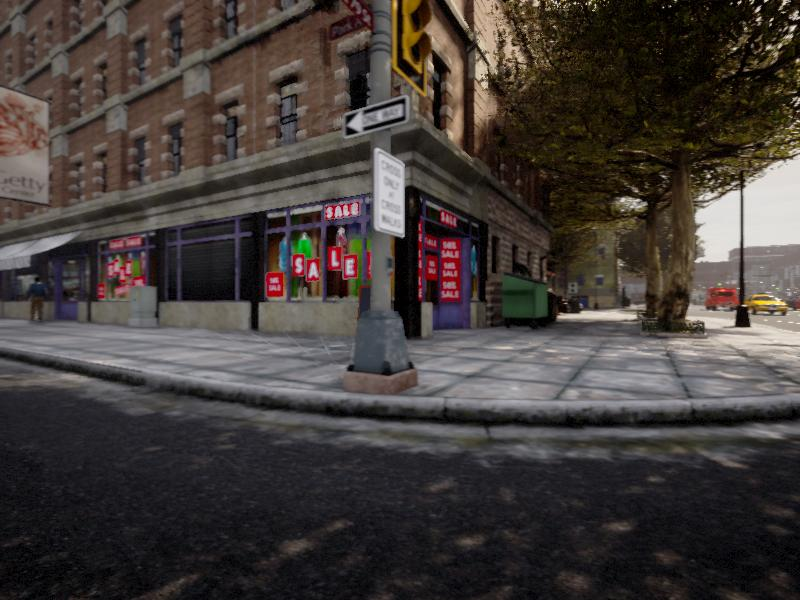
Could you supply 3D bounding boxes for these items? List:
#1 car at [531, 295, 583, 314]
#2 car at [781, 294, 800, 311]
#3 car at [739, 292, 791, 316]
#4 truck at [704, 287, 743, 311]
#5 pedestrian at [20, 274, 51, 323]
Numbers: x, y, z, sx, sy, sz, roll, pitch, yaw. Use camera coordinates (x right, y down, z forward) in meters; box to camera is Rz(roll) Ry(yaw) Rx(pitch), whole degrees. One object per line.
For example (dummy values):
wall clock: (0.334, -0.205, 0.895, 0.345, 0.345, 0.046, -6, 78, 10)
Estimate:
car: (13.242, 0.355, 33.742, 3.806, 1.475, 1.970, 0, 0, 33)
car: (42.479, 0.275, 42.226, 2.242, 1.667, 4.611, 0, 0, 31)
car: (26.765, 0.286, 29.503, 1.801, 1.575, 5.366, 0, 0, 31)
truck: (35.286, -0.121, 43.824, 2.627, 2.467, 5.204, 0, 0, 31)
pedestrian: (-14.238, -0.060, 15.634, 0.751, 1.860, 0.751, 0, 0, 34)
